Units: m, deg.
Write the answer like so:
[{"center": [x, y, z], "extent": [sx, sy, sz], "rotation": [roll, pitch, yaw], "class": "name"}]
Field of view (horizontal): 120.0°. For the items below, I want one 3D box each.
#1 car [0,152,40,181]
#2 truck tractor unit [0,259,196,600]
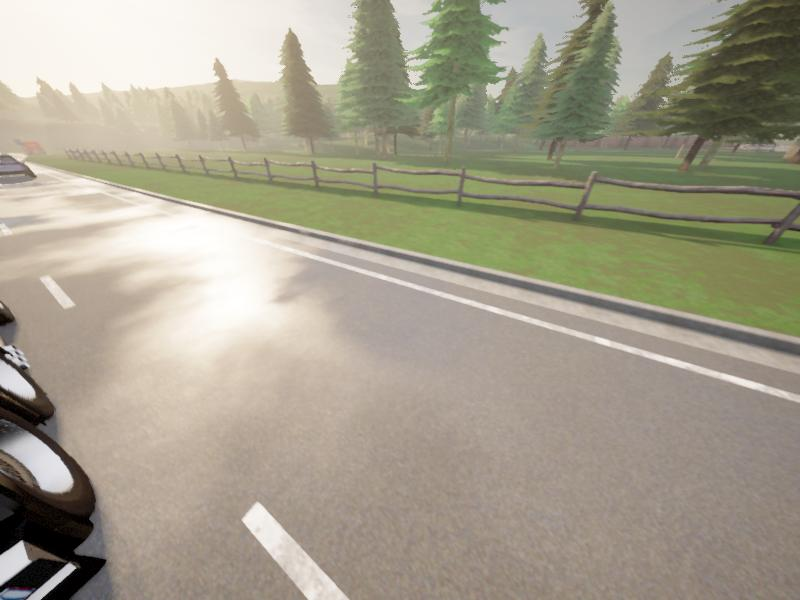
[{"center": [-30.730, -10.426, 17.946], "extent": [4.856, 1.649, 2.033], "rotation": [19, 39, 26], "class": "car"}, {"center": [-5.110, -0.299, 0.799], "extent": [6.516, 4.208, 3.053], "rotation": [18, 39, 25], "class": "truck tractor unit"}]
